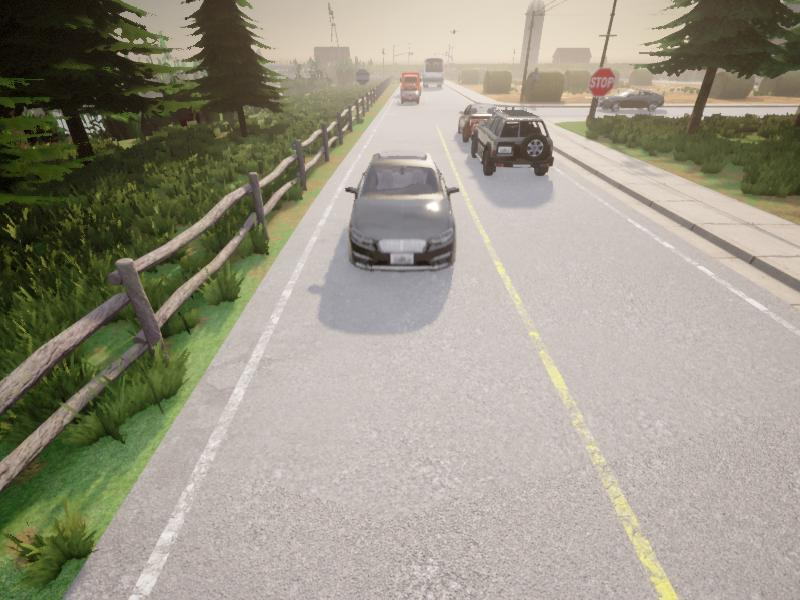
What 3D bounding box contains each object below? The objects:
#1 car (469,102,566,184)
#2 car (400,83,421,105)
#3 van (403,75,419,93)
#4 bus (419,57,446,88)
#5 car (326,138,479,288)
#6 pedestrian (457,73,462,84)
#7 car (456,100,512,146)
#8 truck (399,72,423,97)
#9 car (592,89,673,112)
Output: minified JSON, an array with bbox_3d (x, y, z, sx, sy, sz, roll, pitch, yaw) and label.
[{"bbox_3d":[3.648,-5.440,13.457,1.932,1.855,4.605,1,30,1],"label":"car"},{"bbox_3d":[0.941,-19.209,37.308,1.851,1.617,3.988,0,30,1],"label":"car"},{"bbox_3d":[1.502,-29.457,54.436,2.069,2.038,4.480,1,30,1],"label":"van"},{"bbox_3d":[5.343,-38.301,67.376,3.944,4.253,10.273,1,30,1],"label":"bus"},{"bbox_3d":[0.048,-2.090,8.084,2.128,1.511,4.902,0,30,0],"label":"car"},{"bbox_3d":[11.011,-41.106,74.210,0.751,1.860,0.751,-1,30,-2],"label":"pedestrian"},{"bbox_3d":[3.870,-8.582,19.188,2.007,1.525,4.514,2,30,3],"label":"car"},{"bbox_3d":[1.258,-25.574,47.378,2.627,2.467,5.204,1,29,1],"label":"truck"},{"bbox_3d":[18.225,-15.783,31.605,4.902,1.511,2.128,-1,30,-1],"label":"car"}]
